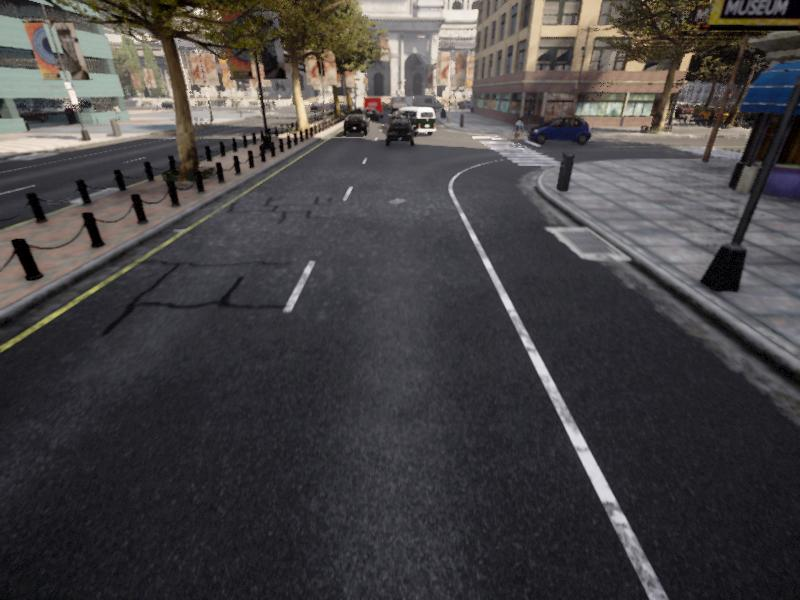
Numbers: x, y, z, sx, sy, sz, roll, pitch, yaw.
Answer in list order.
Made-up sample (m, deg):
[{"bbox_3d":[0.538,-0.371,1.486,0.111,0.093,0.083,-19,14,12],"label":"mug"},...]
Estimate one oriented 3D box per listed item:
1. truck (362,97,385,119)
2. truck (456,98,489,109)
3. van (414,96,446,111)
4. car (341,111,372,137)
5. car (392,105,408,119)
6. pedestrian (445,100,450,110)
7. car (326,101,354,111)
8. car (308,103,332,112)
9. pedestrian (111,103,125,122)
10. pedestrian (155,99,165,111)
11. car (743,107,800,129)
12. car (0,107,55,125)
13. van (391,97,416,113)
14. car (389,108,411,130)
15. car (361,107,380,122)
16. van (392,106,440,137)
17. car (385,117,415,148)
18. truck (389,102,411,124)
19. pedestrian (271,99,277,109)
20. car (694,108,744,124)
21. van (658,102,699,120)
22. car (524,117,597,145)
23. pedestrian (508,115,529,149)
[{"bbox_3d":[-3.492,-25.927,53.985,2.627,2.467,5.204,0,27,0],"label":"truck"},{"bbox_3d":[15.376,-41.797,85.181,6.274,2.098,2.390,0,27,0],"label":"truck"},{"bbox_3d":[5.625,-37.227,75.765,5.915,2.561,1.988,0,27,0],"label":"van"},{"bbox_3d":[-3.500,-14.569,32.929,1.930,1.638,5.238,0,27,0],"label":"car"},{"bbox_3d":[0.006,-25.597,54.413,2.128,1.511,4.902,0,27,0],"label":"car"},{"bbox_3d":[9.542,-39.561,81.035,0.751,1.860,0.751,-3,28,-6],"label":"pedestrian"},{"bbox_3d":[-11.808,-38.365,79.206,5.027,1.651,2.152,0,27,0],"label":"car"},{"bbox_3d":[-14.328,-34.728,72.083,2.033,1.411,5.357,7,28,14],"label":"car"},{"bbox_3d":[-29.933,-19.912,42.467,0.751,1.860,0.751,-16,32,-29],"label":"pedestrian"},{"bbox_3d":[-40.057,-32.455,66.650,0.751,1.860,0.751,1,27,1],"label":"pedestrian"},{"bbox_3d":[37.979,-18.604,40.737,1.932,1.855,4.605,0,27,0],"label":"car"},{"bbox_3d":[-38.446,-18.848,40.860,2.128,1.511,4.902,0,27,0],"label":"car"},{"bbox_3d":[0.648,-33.811,69.289,2.351,2.431,6.366,10,29,18],"label":"van"},{"bbox_3d":[0.003,-17.660,38.927,1.930,1.638,5.238,0,27,0],"label":"car"},{"bbox_3d":[-3.492,-22.493,48.426,1.970,1.475,3.806,0,27,0],"label":"car"},{"bbox_3d":[1.226,-14.554,32.497,2.069,2.038,4.480,-12,30,-22],"label":"van"},{"bbox_3d":[-0.001,-11.267,26.728,1.837,1.490,4.892,0,27,0],"label":"car"},{"bbox_3d":[0.006,-21.892,46.612,2.390,2.098,6.274,0,27,0],"label":"truck"},{"bbox_3d":[-25.639,-39.771,81.217,0.751,1.860,0.751,1,27,2],"label":"pedestrian"},{"bbox_3d":[37.968,-22.083,47.835,1.882,1.535,5.008,0,27,0],"label":"car"},{"bbox_3d":[37.959,-25.908,54.687,2.069,2.038,4.480,0,27,0],"label":"van"},{"bbox_3d":[10.737,-11.464,27.055,3.988,1.617,1.851,1,27,2],"label":"car"},{"bbox_3d":[7.186,-10.220,24.299,0.751,1.860,0.751,-6,28,-11],"label":"pedestrian"}]
